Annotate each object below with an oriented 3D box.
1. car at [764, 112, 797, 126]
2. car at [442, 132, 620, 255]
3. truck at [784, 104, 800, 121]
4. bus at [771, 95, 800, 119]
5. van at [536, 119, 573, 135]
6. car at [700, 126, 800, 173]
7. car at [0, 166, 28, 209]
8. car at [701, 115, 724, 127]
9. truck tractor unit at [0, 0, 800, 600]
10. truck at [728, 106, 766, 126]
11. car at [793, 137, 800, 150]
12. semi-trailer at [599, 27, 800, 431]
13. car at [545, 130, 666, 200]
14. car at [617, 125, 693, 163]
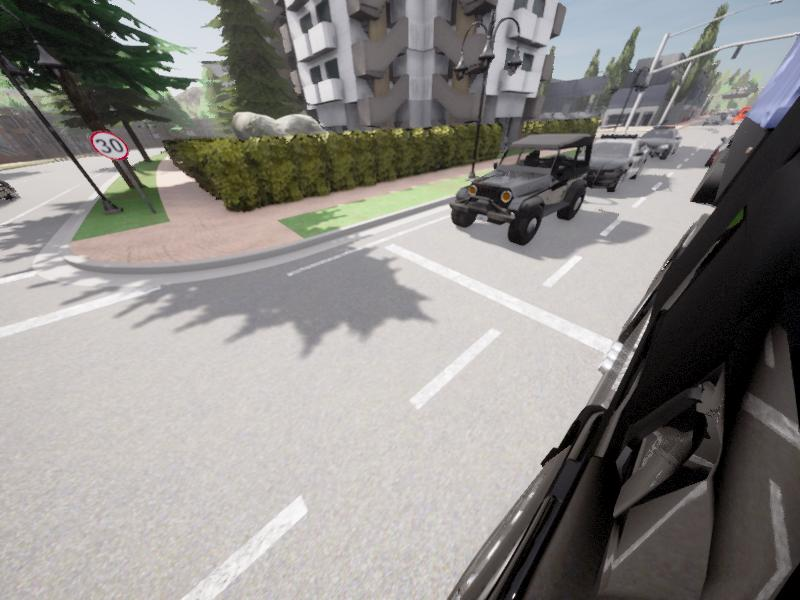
[{"bbox_3d":[59.298,-28.330,36.115,4.514,1.525,2.007,-29,44,-30],"label":"car"},{"bbox_3d":[3.137,-2.876,5.694,3.866,1.878,1.905,-27,43,-29],"label":"car"},{"bbox_3d":[77.478,-36.055,44.362,5.204,2.467,2.627,-29,44,-30],"label":"truck"},{"bbox_3d":[93.387,-45.751,54.700,10.273,4.253,3.944,-29,44,-31],"label":"bus"},{"bbox_3d":[25.628,-28.729,38.469,1.775,1.987,4.442,-31,45,-32],"label":"van"},{"bbox_3d":[16.308,-7.178,10.882,3.806,1.475,1.970,-29,44,-30],"label":"car"},{"bbox_3d":[-18.766,-4.524,9.681,2.033,1.411,5.357,-30,44,-31],"label":"car"},{"bbox_3d":[55.842,-31.970,41.223,4.674,1.442,1.812,-29,44,-30],"label":"car"},{"bbox_3d":[2.645,-0.295,0.351,6.516,4.208,3.053,-28,44,-30],"label":"truck tractor unit"},{"bbox_3d":[58.733,-31.208,39.165,5.204,2.467,2.627,-29,44,-30],"label":"truck"},{"bbox_3d":[26.516,-10.236,13.930,4.605,1.855,1.932,-29,44,-31],"label":"car"},{"bbox_3d":[8.617,-3.671,4.288,14.254,4.402,2.717,-29,44,-30],"label":"semi-trailer"},{"bbox_3d":[8.095,-5.468,9.017,5.238,1.638,1.930,-29,44,-30],"label":"car"},{"bbox_3d":[15.685,-9.648,14.160,4.974,1.542,2.038,-29,44,-30],"label":"car"}]
